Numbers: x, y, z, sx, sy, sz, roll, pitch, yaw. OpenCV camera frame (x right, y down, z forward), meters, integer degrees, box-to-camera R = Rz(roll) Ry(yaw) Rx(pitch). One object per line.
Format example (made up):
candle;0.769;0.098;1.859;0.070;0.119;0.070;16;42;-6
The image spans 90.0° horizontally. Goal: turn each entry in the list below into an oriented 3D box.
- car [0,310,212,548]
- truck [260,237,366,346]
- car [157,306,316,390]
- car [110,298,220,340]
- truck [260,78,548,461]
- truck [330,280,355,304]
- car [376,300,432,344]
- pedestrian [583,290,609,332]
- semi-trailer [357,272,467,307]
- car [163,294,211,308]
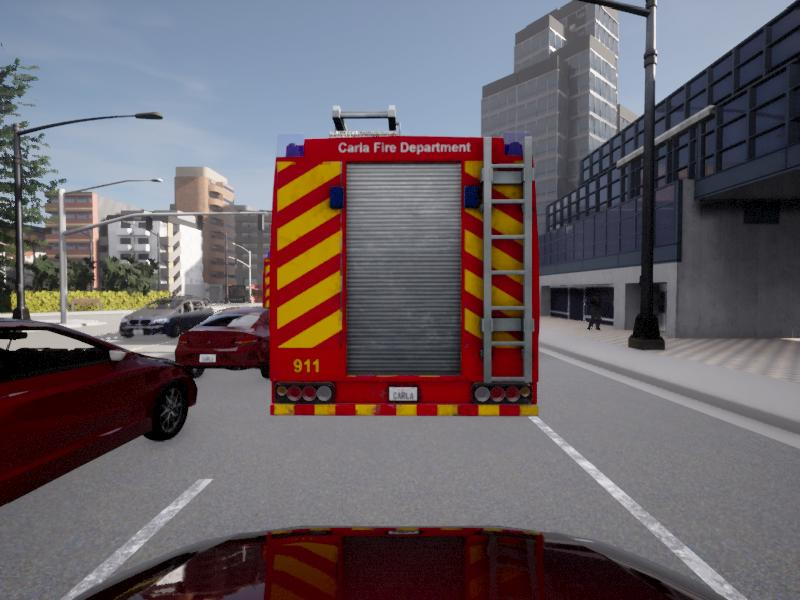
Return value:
car;-3.468;0.860;3.307;1.816;1.474;4.193;0;0;1
truck;-3.409;-0.337;18.226;2.891;3.827;8.468;0;0;1
car;-3.435;0.891;9.530;1.812;1.442;4.674;0;0;1
car;-10.305;0.742;18.070;2.242;1.667;4.611;0;0;1
truck;0.092;-0.302;8.253;2.891;3.827;8.468;0;0;1
truck;-9.771;-1.342;68.882;2.891;3.827;8.468;0;1;0
car;0.180;0.817;17.201;2.038;1.542;4.974;0;1;1
pedestrian;8.983;0.481;18.375;0.751;1.860;0.751;0;1;-7
semi-trailer;1.651;-1.345;52.880;14.254;4.402;2.717;0;1;-13
car;-27.246;0.090;51.336;5.027;1.651;2.152;0;1;1
